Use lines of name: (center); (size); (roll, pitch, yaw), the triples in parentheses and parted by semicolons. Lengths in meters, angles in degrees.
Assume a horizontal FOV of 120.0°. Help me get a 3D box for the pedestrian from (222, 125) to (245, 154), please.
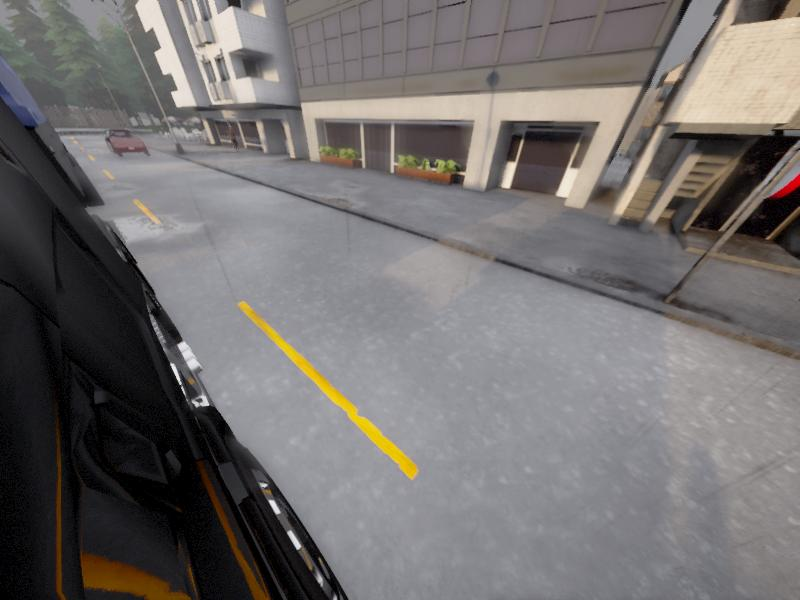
pedestrian: (-13.315, -12.866, 18.540); (0.751, 1.860, 0.751); (27, 43, 30)

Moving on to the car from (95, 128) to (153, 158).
car: (-19.771, -11.315, 16.563); (3.633, 1.501, 1.845); (28, 44, 30)

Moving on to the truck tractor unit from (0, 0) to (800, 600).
truck tractor unit: (-2.645, -0.295, 0.352); (6.516, 4.208, 3.053); (28, 44, 30)

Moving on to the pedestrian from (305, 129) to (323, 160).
pedestrian: (-6.405, -11.632, 17.277); (0.751, 1.860, 0.751); (-24, 44, -31)

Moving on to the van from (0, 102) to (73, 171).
van: (-19.944, -8.706, 12.178); (5.915, 2.561, 1.988); (28, 43, 30)

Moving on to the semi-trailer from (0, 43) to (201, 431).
semi-trailer: (-8.700, -3.579, 4.263); (14.254, 4.402, 2.717); (28, 44, 30)
